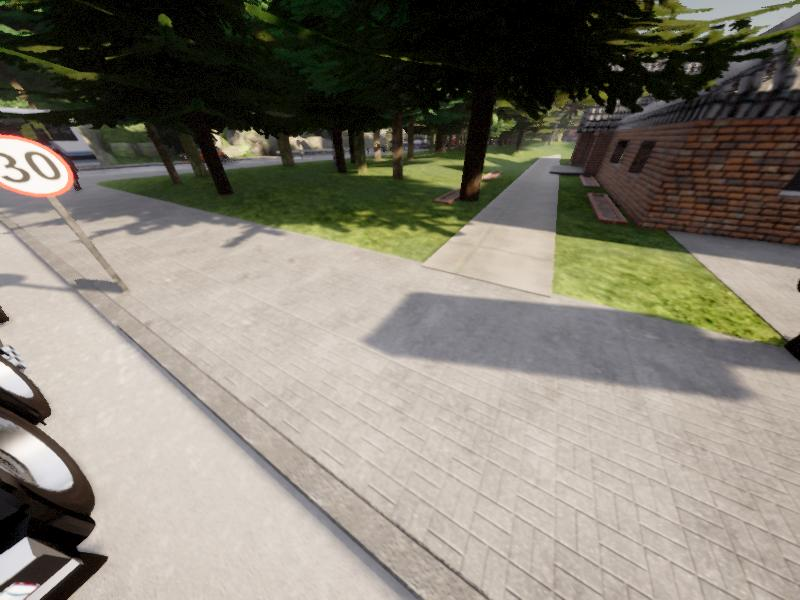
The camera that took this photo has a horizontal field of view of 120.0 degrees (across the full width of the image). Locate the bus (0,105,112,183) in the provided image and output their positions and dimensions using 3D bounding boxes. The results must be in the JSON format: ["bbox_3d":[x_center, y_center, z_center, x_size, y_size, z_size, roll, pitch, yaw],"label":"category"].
[{"bbox_3d":[-28.727,-10.507,15.595,3.944,4.253,10.273,9,36,13],"label":"bus"}]

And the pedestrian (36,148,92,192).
[{"bbox_3d":[-17.215,-6.707,11.912,0.751,1.860,0.751,-27,43,-33],"label":"pedestrian"}]

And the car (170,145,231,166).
[{"bbox_3d":[-22.851,-16.812,26.731,2.097,1.767,4.553,18,39,24],"label":"car"}]

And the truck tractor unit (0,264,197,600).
[{"bbox_3d":[-5.111,-0.300,0.780,6.516,4.208,3.053,18,39,24],"label":"truck tractor unit"}]

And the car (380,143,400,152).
[{"bbox_3d":[-2.086,-32.983,50.010,1.837,1.490,4.892,18,39,24],"label":"car"}]
